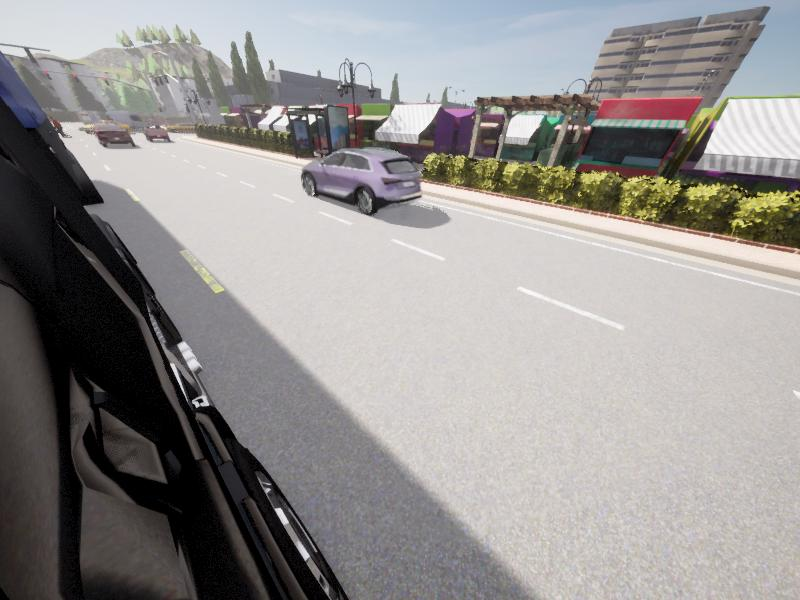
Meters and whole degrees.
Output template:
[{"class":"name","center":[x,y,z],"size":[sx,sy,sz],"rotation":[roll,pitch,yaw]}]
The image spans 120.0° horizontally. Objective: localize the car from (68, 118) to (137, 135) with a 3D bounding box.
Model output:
[{"class":"car","center":[-37.650,-22.128,29.502],"size":[1.801,1.575,5.366],"rotation":[4,37,2]}]

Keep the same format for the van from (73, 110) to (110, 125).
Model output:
[{"class":"van","center":[-69.249,-41.021,52.019],"size":[2.351,2.431,6.366],"rotation":[-16,41,-23]}]

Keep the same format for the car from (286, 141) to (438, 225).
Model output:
[{"class":"car","center":[-1.432,-4.185,7.784],"size":[4.856,1.649,2.033],"rotation":[29,44,30]}]

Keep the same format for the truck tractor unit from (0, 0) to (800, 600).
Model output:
[{"class":"truck tractor unit","center":[-2.645,-0.295,0.351],"size":[6.516,4.208,3.053],"rotation":[28,44,30]}]

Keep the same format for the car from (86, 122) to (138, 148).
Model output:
[{"class":"car","center":[-24.004,-13.765,19.228],"size":[5.008,1.535,1.882],"rotation":[29,44,30]}]

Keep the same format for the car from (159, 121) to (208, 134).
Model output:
[{"class":"car","center":[-34.561,-27.631,37.043],"size":[1.801,1.575,5.366],"rotation":[30,45,31]}]

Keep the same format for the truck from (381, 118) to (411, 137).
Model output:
[{"class":"truck","center":[-1.091,-46.413,62.374],"size":[2.891,3.827,8.468],"rotation":[30,44,31]}]

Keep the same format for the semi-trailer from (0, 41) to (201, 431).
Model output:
[{"class":"semi-trailer","center":[-8.682,-3.618,4.239],"size":[14.254,4.402,2.717],"rotation":[28,44,30]}]

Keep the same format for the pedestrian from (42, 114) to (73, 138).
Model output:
[{"class":"pedestrian","center":[-34.182,-17.352,23.065],"size":[0.751,1.860,0.751],"rotation":[15,39,16]}]

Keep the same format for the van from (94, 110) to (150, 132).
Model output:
[{"class":"van","center":[-44.700,-28.865,37.251],"size":[5.915,2.561,1.988],"rotation":[8,39,7]}]

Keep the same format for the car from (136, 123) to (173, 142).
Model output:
[{"class":"car","center":[-25.603,-17.492,24.111],"size":[3.633,1.501,1.845],"rotation":[31,45,33]}]
